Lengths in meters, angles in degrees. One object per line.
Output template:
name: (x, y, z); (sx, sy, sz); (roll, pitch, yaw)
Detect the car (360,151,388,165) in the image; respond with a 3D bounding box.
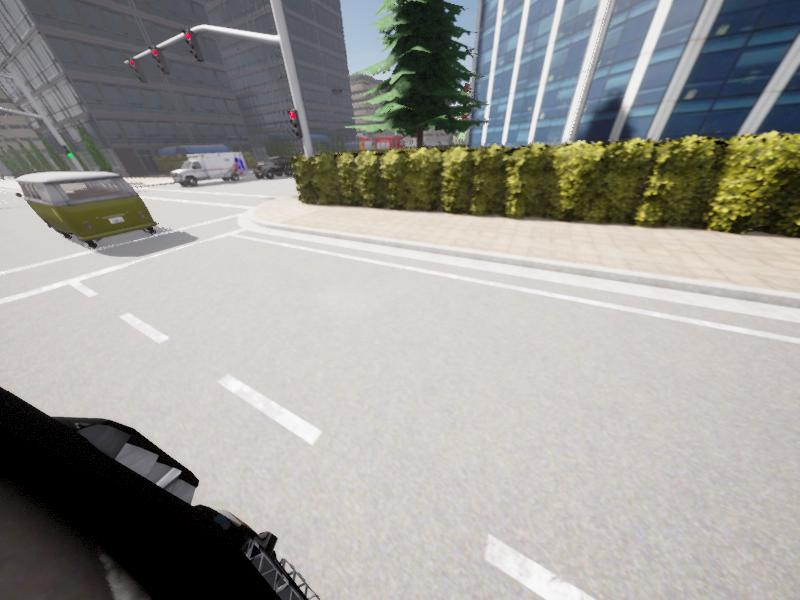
car: (-4.135, -23.635, 38.339); (1.930, 1.638, 5.238); (14, 37, 24)

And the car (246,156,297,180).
car: (-13.158, -13.749, 23.974); (1.905, 1.878, 3.866); (14, 37, 24)

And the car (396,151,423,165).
car: (1.487, -21.375, 34.603); (2.128, 1.511, 4.902); (14, 37, 24)

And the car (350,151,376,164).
car: (-6.476, -25.272, 40.961); (2.242, 1.667, 4.611); (14, 37, 24)

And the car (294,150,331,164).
car: (-17.687, -28.969, 46.781); (6.274, 2.098, 2.390); (-21, 38, -25)

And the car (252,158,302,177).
car: (-14.694, -16.103, 27.956); (1.882, 1.535, 5.008); (14, 38, 24)

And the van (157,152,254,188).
van: (-18.180, -12.628, 22.208); (2.351, 2.431, 6.366); (14, 37, 24)

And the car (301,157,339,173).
car: (-9.975, -17.028, 29.120); (1.994, 1.385, 4.181); (15, 38, 25)

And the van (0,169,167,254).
van: (-10.427, -3.104, 7.665); (4.442, 1.987, 1.775); (14, 37, 24)

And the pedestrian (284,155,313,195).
pedestrian: (-5.559, -6.880, 12.744); (0.751, 1.860, 0.751); (23, 42, 33)

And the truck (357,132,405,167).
truck: (-2.426, -22.267, 34.172); (2.891, 3.827, 8.468); (14, 37, 24)
